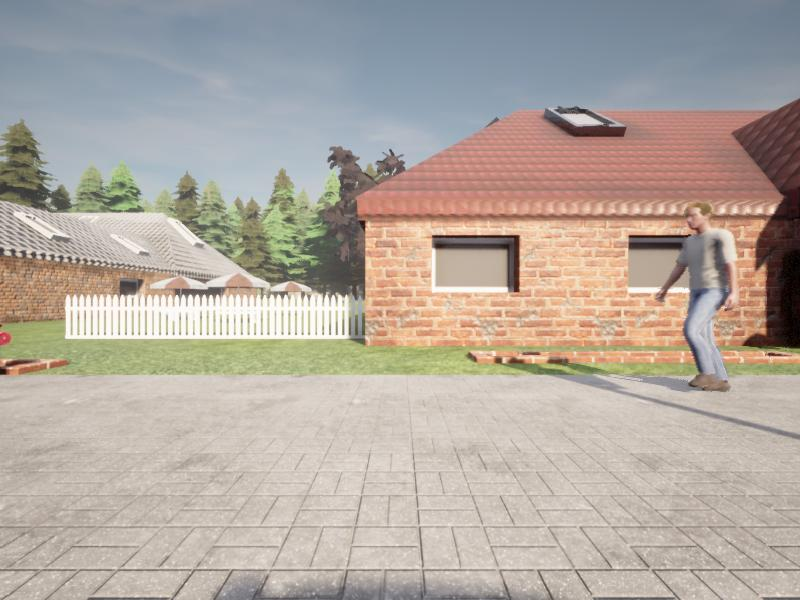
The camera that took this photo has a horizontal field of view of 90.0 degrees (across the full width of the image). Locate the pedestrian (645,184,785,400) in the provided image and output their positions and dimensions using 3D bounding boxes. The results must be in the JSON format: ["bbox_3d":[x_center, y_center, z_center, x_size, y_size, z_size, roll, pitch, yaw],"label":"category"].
[{"bbox_3d":[2.946,-0.067,3.824,0.751,1.860,0.751,0,0,-1],"label":"pedestrian"}]
